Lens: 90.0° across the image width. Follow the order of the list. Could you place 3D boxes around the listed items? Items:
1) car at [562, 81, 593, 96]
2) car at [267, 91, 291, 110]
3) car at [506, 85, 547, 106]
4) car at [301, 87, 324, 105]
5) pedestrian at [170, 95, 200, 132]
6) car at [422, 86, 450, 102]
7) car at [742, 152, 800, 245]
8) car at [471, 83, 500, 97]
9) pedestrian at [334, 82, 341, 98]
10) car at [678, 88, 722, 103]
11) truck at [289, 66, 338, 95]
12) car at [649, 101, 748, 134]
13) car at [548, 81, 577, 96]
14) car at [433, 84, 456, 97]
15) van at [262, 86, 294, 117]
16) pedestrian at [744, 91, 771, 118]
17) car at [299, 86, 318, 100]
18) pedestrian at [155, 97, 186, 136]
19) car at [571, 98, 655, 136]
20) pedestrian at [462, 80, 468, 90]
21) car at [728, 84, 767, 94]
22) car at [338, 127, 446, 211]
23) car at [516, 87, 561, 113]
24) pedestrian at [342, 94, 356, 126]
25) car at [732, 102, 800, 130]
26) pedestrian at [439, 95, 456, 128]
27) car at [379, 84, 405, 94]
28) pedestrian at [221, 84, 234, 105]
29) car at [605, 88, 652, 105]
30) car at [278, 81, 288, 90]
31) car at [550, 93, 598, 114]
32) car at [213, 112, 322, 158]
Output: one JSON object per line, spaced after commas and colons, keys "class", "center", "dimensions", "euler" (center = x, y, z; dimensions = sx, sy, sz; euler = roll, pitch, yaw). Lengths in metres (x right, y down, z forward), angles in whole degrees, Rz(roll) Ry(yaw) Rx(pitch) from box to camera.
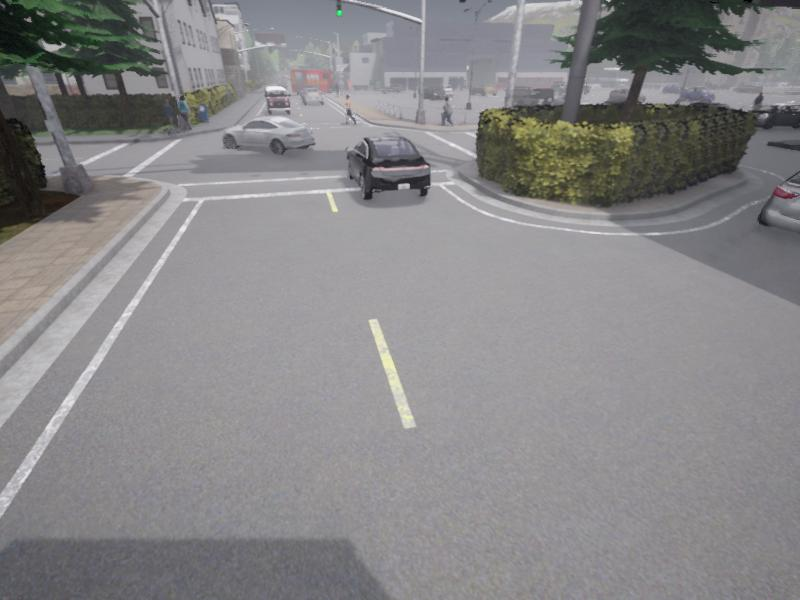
{"class": "car", "center": [27.585, -33.021, 62.374], "dimensions": [1.932, 1.855, 4.605], "euler": [-7, 30, -12]}
{"class": "car", "center": [-12.043, -19.981, 39.973], "dimensions": [1.994, 1.385, 4.181], "euler": [-7, 30, -12]}
{"class": "car", "center": [13.638, -22.224, 43.387], "dimensions": [1.932, 1.855, 4.605], "euler": [-7, 30, -12]}
{"class": "car", "center": [-9.883, -23.023, 45.063], "dimensions": [2.152, 1.651, 5.027], "euler": [-7, 30, -12]}
{"class": "pedestrian", "center": [-12.093, -10.508, 22.534], "dimensions": [0.751, 1.860, 0.751], "euler": [10, 31, 17]}
{"class": "car", "center": [4.471, -26.022, 50.457], "dimensions": [2.007, 1.523, 4.514], "euler": [-7, 30, -12]}
{"class": "car", "center": [10.736, -2.527, 9.410], "dimensions": [4.611, 1.667, 2.242], "euler": [-17, 34, -28]}
{"class": "car", "center": [12.456, -30.894, 58.733], "dimensions": [2.152, 1.636, 5.027], "euler": [-7, 30, -12]}
{"class": "pedestrian", "center": [-8.309, -27.938, 53.106], "dimensions": [0.751, 1.860, 0.751], "euler": [-8, 31, -14]}
{"class": "car", "center": [35.597, -24.359, 47.611], "dimensions": [1.845, 1.501, 3.633], "euler": [-7, 30, -12]}
{"class": "truck", "center": [-13.370, -34.355, 62.762], "dimensions": [2.891, 3.827, 8.468], "euler": [12, 30, 20]}
{"class": "car", "center": [19.144, -11.819, 25.790], "dimensions": [4.856, 1.649, 2.033], "euler": [-7, 30, -12]}
{"class": "car", "center": [24.867, -32.493, 61.402], "dimensions": [1.905, 1.878, 3.866], "euler": [-7, 30, -12]}
{"class": "car", "center": [6.310, -29.901, 57.141], "dimensions": [1.970, 1.475, 3.806], "euler": [-7, 30, -12]}
{"class": "van", "center": [-10.331, -16.787, 33.683], "dimensions": [2.069, 2.038, 4.480], "euler": [-9, 31, -16]}
{"class": "pedestrian", "center": [27.977, -15.307, 31.336], "dimensions": [0.751, 1.860, 0.751], "euler": [-7, 30, -13]}
{"class": "car", "center": [-11.985, -27.169, 52.437], "dimensions": [2.038, 1.542, 4.974], "euler": [-7, 30, -12]}
{"class": "pedestrian", "center": [-12.560, -10.072, 21.921], "dimensions": [0.751, 1.860, 0.751], "euler": [11, 31, 19]}
{"class": "car", "center": [12.876, -11.179, 24.393], "dimensions": [3.866, 1.878, 1.905], "euler": [-7, 30, -12]}
{"class": "pedestrian", "center": [12.805, -42.375, 78.852], "dimensions": [0.751, 1.860, 0.751], "euler": [-6, 30, -10]}
{"class": "car", "center": [62.118, -37.786, 71.613], "dimensions": [2.163, 1.488, 4.792], "euler": [-7, 30, -13]}
{"class": "car", "center": [-0.488, -4.185, 12.161], "dimensions": [2.128, 1.511, 4.902], "euler": [-7, 29, -12]}
{"class": "car", "center": [12.363, -18.072, 36.049], "dimensions": [1.905, 1.878, 3.866], "euler": [-7, 30, -12]}
{"class": "pedestrian", "center": [-3.313, -12.368, 26.059], "dimensions": [0.751, 1.860, 0.751], "euler": [-3, 30, -6]}
{"class": "car", "center": [25.286, -12.493, 27.135], "dimensions": [3.806, 1.475, 1.970], "euler": [-7, 30, -12]}
{"class": "pedestrian", "center": [3.073, -12.194, 25.840], "dimensions": [0.751, 1.860, 0.751], "euler": [-7, 30, -12]}
{"class": "car", "center": [-1.454, -37.886, 71.695], "dimensions": [4.193, 1.474, 1.816], "euler": [-7, 30, -12]}
{"class": "pedestrian", "center": [-17.472, -20.772, 40.506], "dimensions": [0.751, 1.860, 0.751], "euler": [-7, 30, -12]}
{"class": "car", "center": [25.894, -23.201, 45.522], "dimensions": [2.007, 1.523, 4.514], "euler": [-7, 30, -12]}
{"class": "car", "center": [-24.247, -44.445, 82.811], "dimensions": [1.837, 1.490, 4.892], "euler": [-7, 30, -12]}
{"class": "car", "center": [15.736, -17.931, 36.378], "dimensions": [1.970, 1.475, 3.806], "euler": [-7, 30, -12]}
{"class": "car", "center": [-6.138, -7.748, 18.615], "dimensions": [4.674, 1.442, 1.812], "euler": [15, 33, 23]}
